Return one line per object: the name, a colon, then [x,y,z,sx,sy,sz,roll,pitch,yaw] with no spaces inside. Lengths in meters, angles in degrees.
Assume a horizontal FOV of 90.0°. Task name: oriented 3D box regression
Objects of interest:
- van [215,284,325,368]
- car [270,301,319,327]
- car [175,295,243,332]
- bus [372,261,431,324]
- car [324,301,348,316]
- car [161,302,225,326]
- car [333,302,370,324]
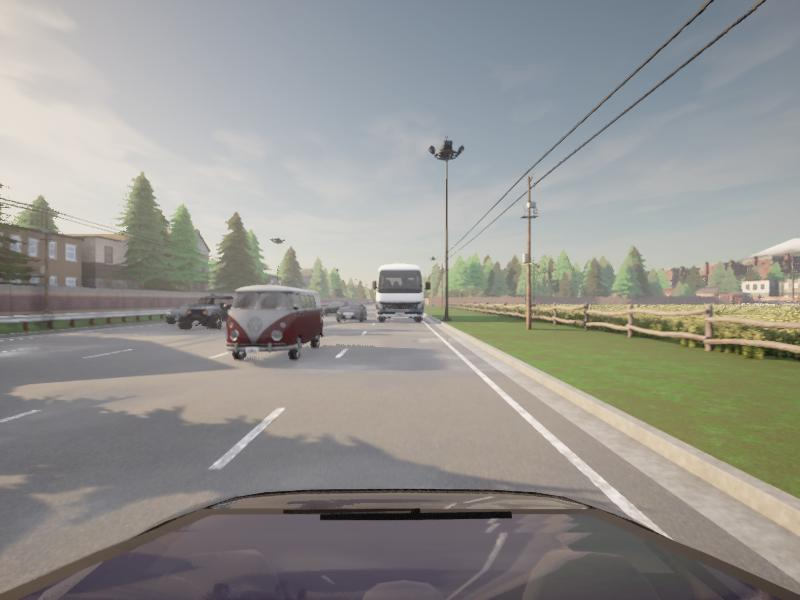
van: [-3.502,0.618,11.696,1.775,1.987,4.442,0,0,0]
car: [-7.002,0.868,27.092,2.038,1.542,4.974,0,0,0]
car: [-10.504,0.680,22.326,1.905,1.878,3.866,0,0,0]
bus: [0.118,-0.485,31.868,3.944,4.253,10.273,0,0,0]
car: [-7.004,0.890,44.154,1.882,1.535,5.008,0,0,0]
car: [-14.002,0.870,27.409,2.007,1.525,4.514,0,0,0]
car: [-3.502,0.881,29.636,2.128,1.511,4.902,0,0,0]
